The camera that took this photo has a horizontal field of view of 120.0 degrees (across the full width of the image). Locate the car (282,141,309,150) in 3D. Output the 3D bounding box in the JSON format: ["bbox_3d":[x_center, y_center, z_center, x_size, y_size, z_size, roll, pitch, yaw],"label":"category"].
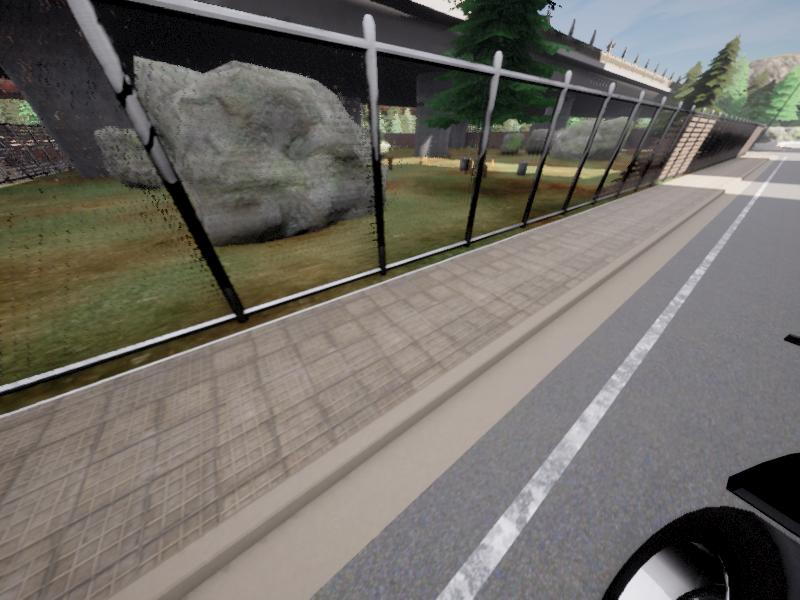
[{"bbox_3d":[-24.904,-36.865,55.157,5.238,1.638,1.930,-22,41,-28],"label":"car"}]
